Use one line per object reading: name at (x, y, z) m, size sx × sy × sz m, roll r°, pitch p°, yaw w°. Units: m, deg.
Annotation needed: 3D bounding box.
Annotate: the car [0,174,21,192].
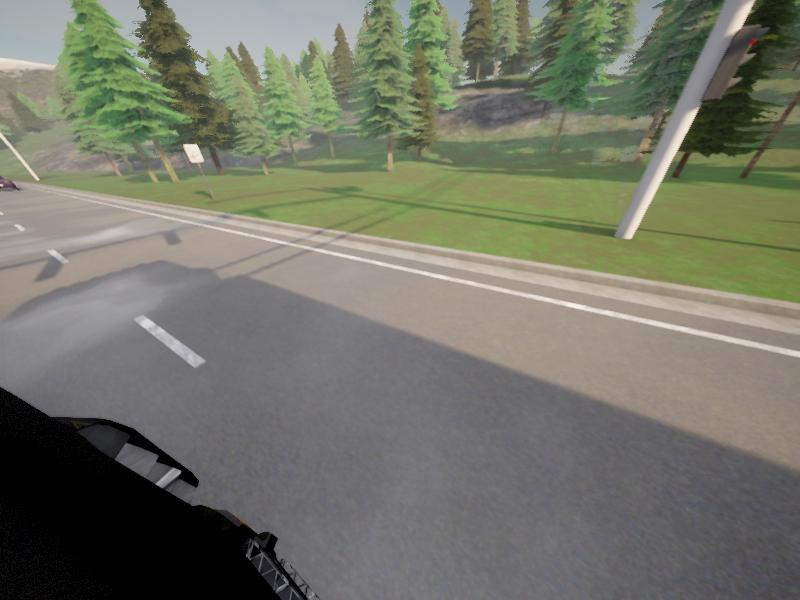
car at (-42.442, -12.365, 24.343) m, size 4.193 × 1.474 × 1.816 m, roll 16°, pitch 38°, yaw 26°
